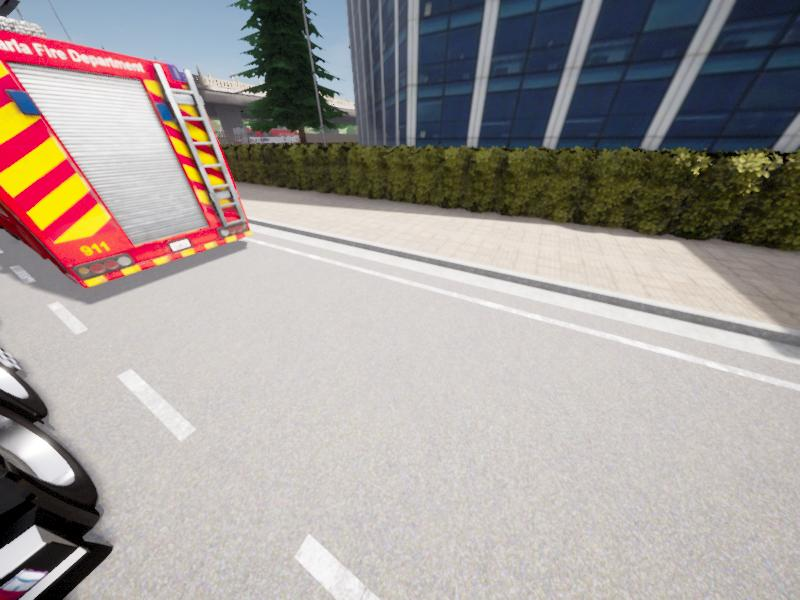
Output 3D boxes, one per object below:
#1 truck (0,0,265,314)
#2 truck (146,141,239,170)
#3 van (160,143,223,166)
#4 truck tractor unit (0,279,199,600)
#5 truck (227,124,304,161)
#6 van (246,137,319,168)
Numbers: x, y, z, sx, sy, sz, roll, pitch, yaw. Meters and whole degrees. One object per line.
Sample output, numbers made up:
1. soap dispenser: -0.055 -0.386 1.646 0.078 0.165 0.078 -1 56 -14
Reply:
1. truck: -7.823 -3.229 5.343 8.468 3.827 2.891 17 38 23
2. truck: -20.510 -14.715 23.338 2.390 2.098 6.274 17 39 23
3. van: -22.967 -16.265 25.682 1.775 1.987 4.442 17 38 23
4. truck tractor unit: -5.140 -0.270 0.747 6.516 4.208 3.053 17 38 23
5. truck: -18.208 -22.055 32.354 2.891 3.827 8.468 17 38 23
6. van: -12.163 -15.862 24.639 2.351 2.431 6.366 21 40 27
